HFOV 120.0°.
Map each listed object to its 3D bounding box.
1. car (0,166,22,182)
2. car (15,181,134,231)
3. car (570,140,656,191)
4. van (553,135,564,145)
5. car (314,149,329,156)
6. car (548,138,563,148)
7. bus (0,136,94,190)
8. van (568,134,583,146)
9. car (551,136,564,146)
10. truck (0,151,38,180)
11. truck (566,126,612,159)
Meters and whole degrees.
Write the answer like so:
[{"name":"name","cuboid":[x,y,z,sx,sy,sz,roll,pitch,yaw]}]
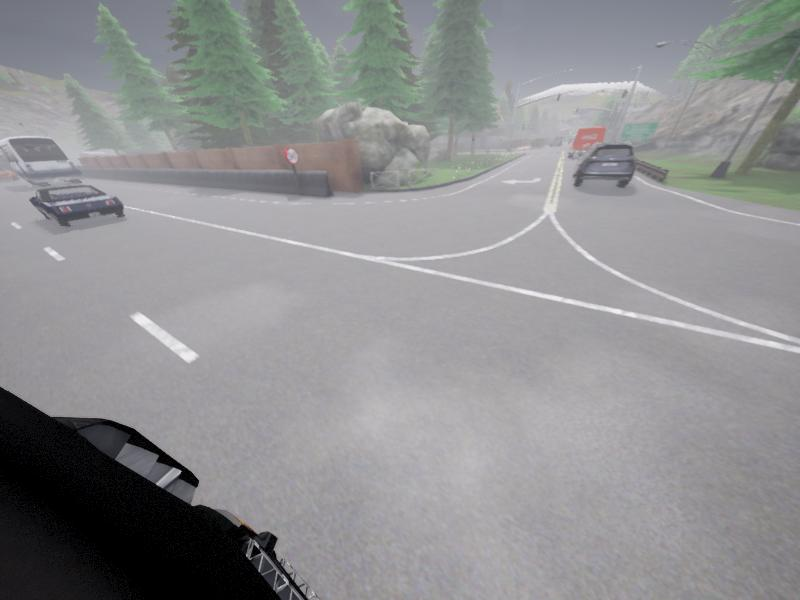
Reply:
[{"name":"car","cuboid":[-60.387,-19.164,35.105,4.553,1.767,2.097,23,42,33]},{"name":"car","cuboid":[-14.004,-4.183,9.942,4.718,1.301,1.895,16,38,26]},{"name":"car","cuboid":[9.505,-6.448,10.843,2.033,1.649,4.856,16,38,26]},{"name":"van","cuboid":[40.834,-41.284,59.631,1.775,1.987,4.442,16,39,26]},{"name":"car","cuboid":[-23.142,-43.279,67.851,2.097,1.767,4.553,-29,42,-33]},{"name":"car","cuboid":[32.725,-33.075,48.530,2.038,1.542,4.974,16,38,26]},{"name":"bus","cuboid":[-38.860,-14.774,24.817,10.273,4.253,3.944,17,39,26]},{"name":"van","cuboid":[39.825,-36.441,52.515,2.069,2.038,4.480,16,39,26]},{"name":"car","cuboid":[36.987,-37.436,54.338,1.932,1.855,4.605,16,39,26]},{"name":"truck","cuboid":[-67.609,-23.347,39.999,8.468,3.827,2.891,26,44,36]},{"name":"truck","cuboid":[18.764,-15.840,23.288,2.627,2.467,5.204,17,39,27]}]
